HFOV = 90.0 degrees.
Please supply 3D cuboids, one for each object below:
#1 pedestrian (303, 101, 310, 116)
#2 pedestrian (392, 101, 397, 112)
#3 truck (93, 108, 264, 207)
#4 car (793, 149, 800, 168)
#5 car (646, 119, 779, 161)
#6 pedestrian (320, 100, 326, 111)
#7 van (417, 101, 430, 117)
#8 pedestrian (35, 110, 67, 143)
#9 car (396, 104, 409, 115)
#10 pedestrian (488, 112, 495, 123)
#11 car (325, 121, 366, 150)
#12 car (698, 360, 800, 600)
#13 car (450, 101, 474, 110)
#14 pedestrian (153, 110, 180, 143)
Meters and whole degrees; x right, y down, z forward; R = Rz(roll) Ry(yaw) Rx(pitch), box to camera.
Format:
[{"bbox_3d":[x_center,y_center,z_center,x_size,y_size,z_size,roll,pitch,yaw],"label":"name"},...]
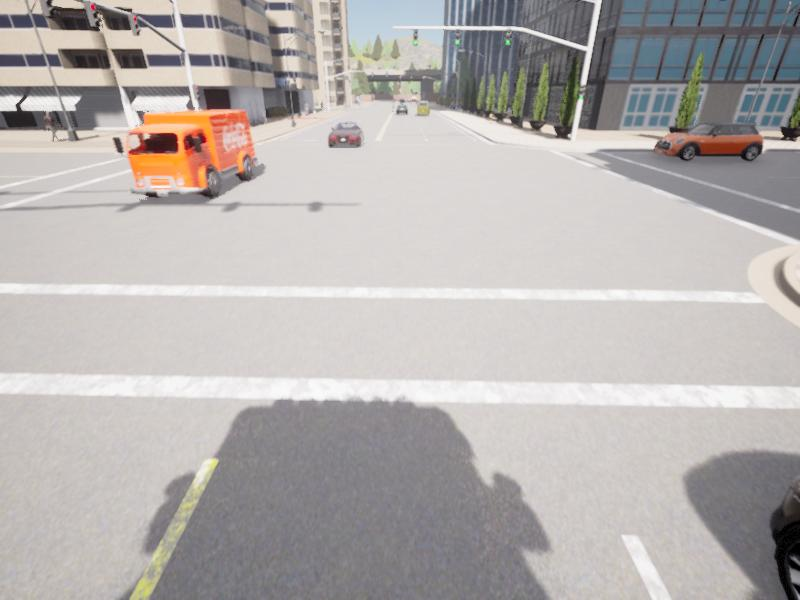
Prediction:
[{"bbox_3d":[-13.156,-26.971,56.373,0.751,1.860,0.751,-2,27,-4],"label":"pedestrian"},{"bbox_3d":[-1.016,-34.395,71.066,0.751,1.860,0.751,-9,29,-17],"label":"pedestrian"},{"bbox_3d":[-6.933,-5.056,13.618,2.627,2.467,5.204,0,28,0],"label":"truck"},{"bbox_3d":[20.099,-6.437,16.840,4.605,1.855,1.932,0,27,1],"label":"car"},{"bbox_3d":[15.429,-8.034,20.028,4.553,1.767,2.097,0,27,1],"label":"car"},{"bbox_3d":[-13.676,-34.418,70.789,0.751,1.860,0.751,0,27,0],"label":"pedestrian"},{"bbox_3d":[3.504,-28.745,60.040,1.775,1.987,4.442,2,27,4],"label":"van"},{"bbox_3d":[-22.023,-10.973,25.292,0.751,1.860,0.751,13,30,23],"label":"pedestrian"},{"bbox_3d":[0.341,-30.026,63.024,2.007,1.525,4.514,0,27,0],"label":"car"},{"bbox_3d":[9.716,-19.441,42.604,0.500,1.100,0.500,0,27,-1],"label":"pedestrian"},{"bbox_3d":[-3.372,-10.532,25.429,1.994,1.385,4.181,0,26,0],"label":"car"},{"bbox_3d":[3.495,2.151,0.785,2.163,1.488,4.792,0,27,0],"label":"car"},{"bbox_3d":[12.671,-39.951,82.067,4.611,1.667,2.242,1,28,2],"label":"car"},{"bbox_3d":[-14.800,-11.035,25.407,0.751,1.860,0.751,2,27,5],"label":"pedestrian"}]
